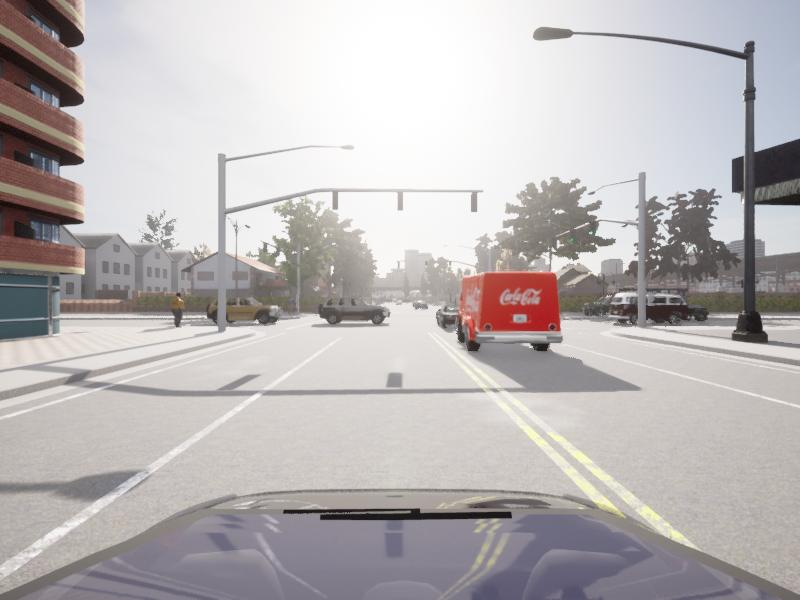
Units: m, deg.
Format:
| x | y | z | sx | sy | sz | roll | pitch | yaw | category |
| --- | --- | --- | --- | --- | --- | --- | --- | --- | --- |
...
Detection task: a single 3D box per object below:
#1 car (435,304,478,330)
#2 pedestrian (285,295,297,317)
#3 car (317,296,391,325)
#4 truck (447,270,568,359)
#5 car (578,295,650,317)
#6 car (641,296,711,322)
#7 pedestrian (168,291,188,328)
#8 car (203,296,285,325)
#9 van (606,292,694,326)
| x | y | z | sx | sy | sz | roll | pitch | yaw | category |
| --- | --- | --- | --- | --- | --- | --- | --- | --- | --- |
| 3.253 | 0.944 | 23.881 | 1.895 | 1.301 | 4.718 | 0 | 0 | 0 | car |
| -9.112 | 0.485 | 33.409 | 0.751 | 1.860 | 0.751 | 0 | 0 | 8 | pedestrian |
| -2.952 | 0.652 | 26.313 | 4.605 | 1.855 | 1.932 | 0 | 0 | 0 | car |
| 3.303 | 0.368 | 13.738 | 2.627 | 2.467 | 5.204 | 0 | 1 | -1 | truck |
| 20.090 | 0.568 | 37.719 | 5.566 | 2.045 | 2.150 | 0 | 0 | 0 | car |
| 20.439 | 0.646 | 29.714 | 3.866 | 1.878 | 1.905 | 0 | 0 | 0 | car |
| -11.426 | 0.485 | 20.580 | 0.751 | 1.860 | 0.751 | 0 | 0 | 44 | pedestrian |
| -10.176 | 0.652 | 26.346 | 4.605 | 1.855 | 1.932 | 0 | 0 | 0 | car |
| 16.276 | 0.566 | 26.232 | 4.480 | 2.038 | 2.069 | 1 | 0 | 0 | van |
